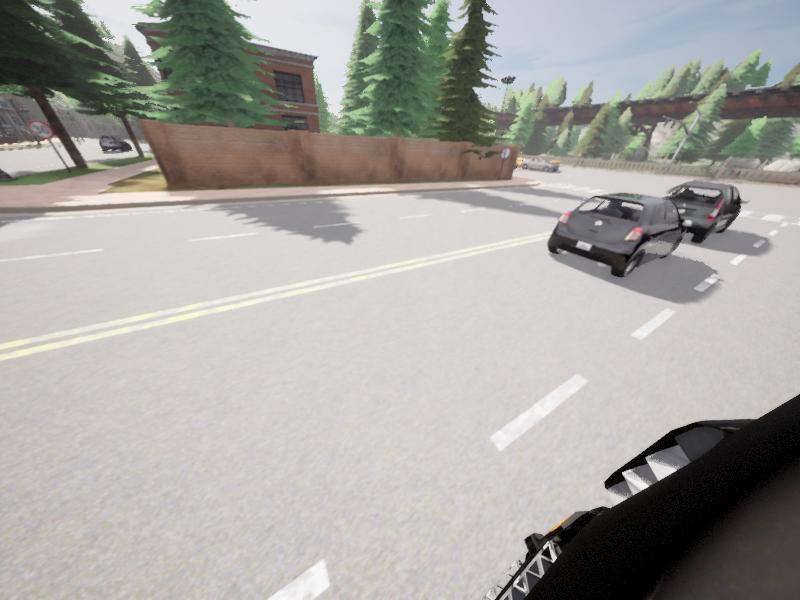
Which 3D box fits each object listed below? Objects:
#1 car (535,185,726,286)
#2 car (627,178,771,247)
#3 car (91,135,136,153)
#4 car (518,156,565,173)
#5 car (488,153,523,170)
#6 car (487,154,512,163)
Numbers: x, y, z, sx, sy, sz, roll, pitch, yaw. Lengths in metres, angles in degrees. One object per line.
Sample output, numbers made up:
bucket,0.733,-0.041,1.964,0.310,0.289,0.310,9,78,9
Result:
car,5.548,-1.808,5.672,3.633,1.501,1.845,-16,38,-26
car,10.390,-3.224,8.093,3.988,1.617,1.851,-16,38,-26
car,-35.412,-19.427,28.723,2.033,1.649,4.856,-17,39,-28
car,19.692,-19.073,32.495,2.152,1.651,5.027,-16,38,-26
car,15.057,-19.941,33.196,1.905,1.878,3.866,-16,38,-26
car,22.392,-31.966,52.096,1.837,1.490,4.892,-16,38,-26
